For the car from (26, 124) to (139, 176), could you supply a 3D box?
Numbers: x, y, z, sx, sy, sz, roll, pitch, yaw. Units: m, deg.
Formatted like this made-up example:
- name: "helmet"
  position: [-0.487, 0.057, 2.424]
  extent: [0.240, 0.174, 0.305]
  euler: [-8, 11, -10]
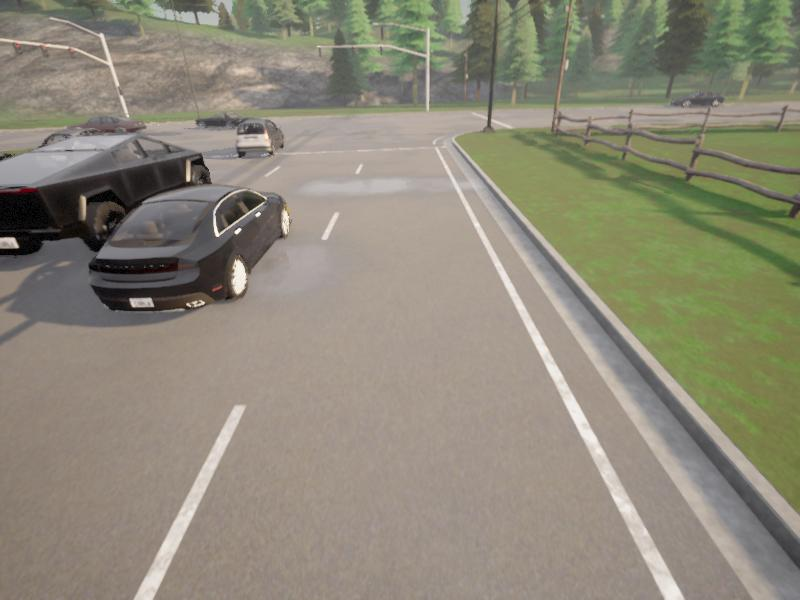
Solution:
- name: "car"
  position: [-14.096, -6.908, 18.146]
  extent: [1.851, 1.617, 3.988]
  euler: [-3, 28, -2]

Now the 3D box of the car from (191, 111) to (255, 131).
- name: "car"
  position: [-14.782, -15.001, 33.465]
  extent: [4.718, 1.301, 1.895]
  euler: [9, 30, 18]

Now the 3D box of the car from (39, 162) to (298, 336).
- name: "car"
  position: [-3.457, -1.334, 7.372]
  extent: [1.837, 1.490, 4.892]
  euler: [-1, 28, 1]

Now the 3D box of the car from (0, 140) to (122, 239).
- name: "car"
  position: [-10.437, -3.121, 10.909]
  extent: [1.930, 1.638, 5.238]
  euler: [-1, 28, 1]

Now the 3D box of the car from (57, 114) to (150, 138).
- name: "car"
  position: [-23.124, -13.733, 31.483]
  extent: [5.357, 1.411, 2.033]
  euler: [-5, 28, -7]

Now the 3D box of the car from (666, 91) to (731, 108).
- name: "car"
  position: [30.645, -20.675, 41.213]
  extent: [4.892, 1.490, 1.837]
  euler: [-1, 28, 1]

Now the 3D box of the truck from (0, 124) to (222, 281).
- name: "truck"
  position: [-6.950, -2.780, 9.602]
  extent: [2.390, 2.098, 6.274]
  euler: [-1, 28, 1]

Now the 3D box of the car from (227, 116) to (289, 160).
- name: "car"
  position: [-7.146, -8.437, 20.585]
  extent: [1.851, 1.617, 3.988]
  euler: [-3, 28, -3]
